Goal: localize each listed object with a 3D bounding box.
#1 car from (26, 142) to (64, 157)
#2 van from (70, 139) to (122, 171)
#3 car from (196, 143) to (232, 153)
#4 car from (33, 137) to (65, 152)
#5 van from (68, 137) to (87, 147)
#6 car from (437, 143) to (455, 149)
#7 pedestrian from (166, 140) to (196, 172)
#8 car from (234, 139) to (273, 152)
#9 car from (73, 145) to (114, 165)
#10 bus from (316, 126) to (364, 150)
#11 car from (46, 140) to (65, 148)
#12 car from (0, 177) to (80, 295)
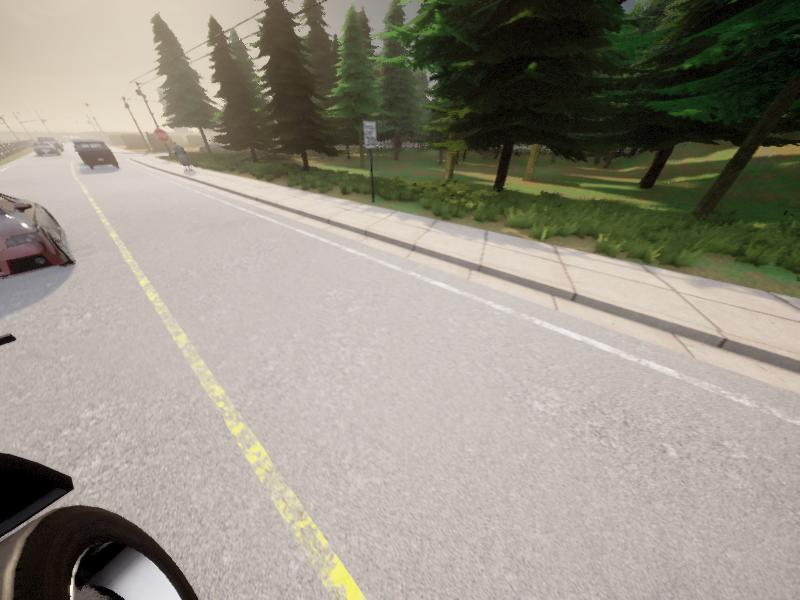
[{"bbox_3d":[-46.775,-19.922,30.522,4.902,1.511,2.128,26,42,32],"label":"car"},{"bbox_3d":[-25.537,-12.251,19.398,4.442,1.987,1.775,26,42,32],"label":"van"},{"bbox_3d":[-32.279,-26.434,40.179,1.994,1.385,4.181,23,41,29],"label":"car"},{"bbox_3d":[-59.340,-26.388,39.134,5.566,2.045,2.150,27,43,32],"label":"car"},{"bbox_3d":[-81.432,-39.996,58.330,4.480,2.038,2.069,26,43,32],"label":"van"},{"bbox_3d":[12.169,-40.726,61.073,4.181,1.385,1.994,23,41,29],"label":"car"},{"bbox_3d":[-15.774,-10.406,16.689,0.751,1.860,0.751,21,40,26],"label":"pedestrian"},{"bbox_3d":[-28.046,-29.808,44.458,2.150,2.045,5.566,24,41,30],"label":"car"},{"bbox_3d":[-30.274,-14.394,22.833,4.892,1.490,1.837,27,43,33],"label":"car"},{"bbox_3d":[-13.738,-38.045,54.471,3.944,4.253,10.273,24,41,30],"label":"bus"},{"bbox_3d":[-80.059,-36.407,53.781,3.806,1.475,1.970,26,43,32],"label":"car"},{"bbox_3d":[-8.611,-1.380,4.621,4.181,1.385,1.994,25,42,31],"label":"car"}]
